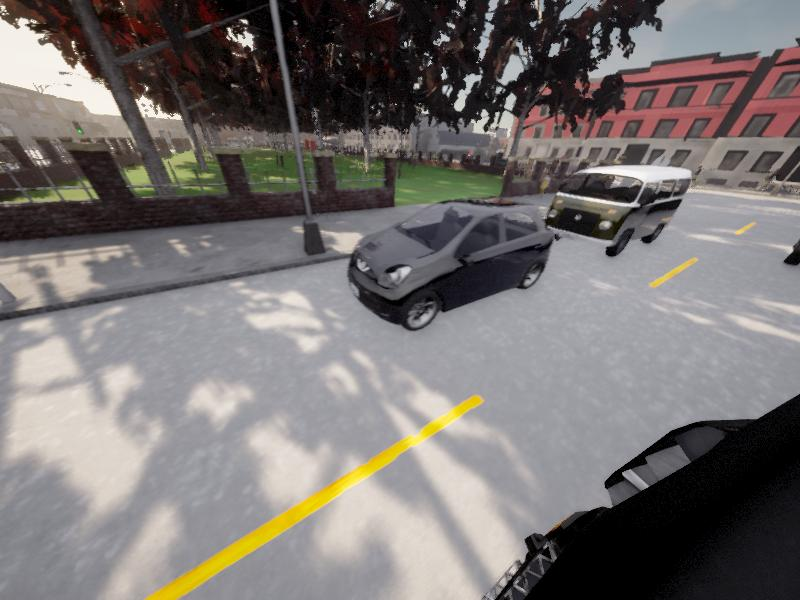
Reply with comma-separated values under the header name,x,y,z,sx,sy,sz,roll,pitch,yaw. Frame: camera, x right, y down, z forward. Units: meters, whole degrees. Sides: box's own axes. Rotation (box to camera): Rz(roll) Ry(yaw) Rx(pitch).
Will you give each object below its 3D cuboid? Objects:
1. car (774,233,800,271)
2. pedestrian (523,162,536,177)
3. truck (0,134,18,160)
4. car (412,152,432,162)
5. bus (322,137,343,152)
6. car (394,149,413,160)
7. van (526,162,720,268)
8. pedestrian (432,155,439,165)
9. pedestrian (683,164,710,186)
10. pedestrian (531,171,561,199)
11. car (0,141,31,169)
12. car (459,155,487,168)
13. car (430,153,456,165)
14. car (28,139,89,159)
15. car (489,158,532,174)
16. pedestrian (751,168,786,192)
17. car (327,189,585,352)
name,x,y,z,sx,sy,sz,roll,pitch,yaw
car,12.052,-1.639,5.872,3.988,1.617,1.851,-17,38,-27
pedestrian,13.747,-13.908,24.586,0.751,1.300,0.751,21,38,26
truck,-32.501,-11.506,15.521,2.891,3.827,8.468,-16,38,-26
car,4.314,-27.954,45.198,1.970,1.475,3.806,-16,38,-26
bus,-24.798,-57.044,84.524,3.944,4.253,10.273,-17,38,-27
car,0.740,-31.546,50.001,1.932,1.855,4.605,-17,38,-27
van,6.258,-2.669,6.612,4.480,2.038,2.069,-16,38,-26
pedestrian,5.484,-21.707,35.768,0.751,1.300,0.751,-16,38,-26
pedestrian,29.077,-12.260,22.705,0.751,1.860,0.751,-16,38,-26
pedestrian,8.114,-6.411,12.844,0.751,1.300,0.751,-16,38,-26
car,-26.737,-8.983,14.333,2.033,1.411,5.357,-17,38,-27
car,11.205,-21.405,35.733,1.789,1.549,3.705,-17,38,-27
car,7.512,-24.922,40.803,2.007,1.525,4.514,-16,38,-27
car,-32.409,-14.480,22.103,1.845,1.501,3.633,-17,38,-27
car,14.659,-18.077,31.009,1.837,1.490,4.892,-17,38,-27
pedestrian,32.756,-10.666,20.564,0.751,1.860,0.751,-14,37,-23
car,0.922,-0.878,3.979,3.633,1.501,1.845,-17,38,-27
